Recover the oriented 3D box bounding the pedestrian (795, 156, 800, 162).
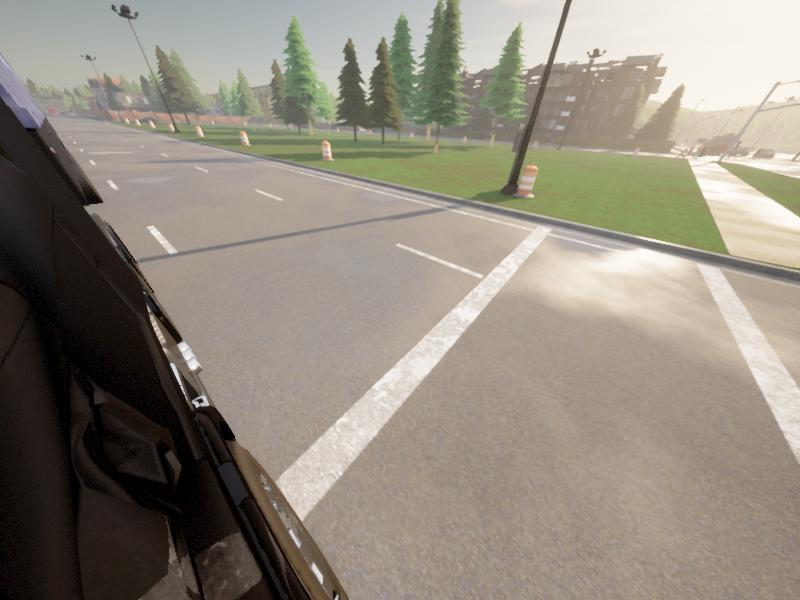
[{"bbox_3d":[69.869,-24.911,39.898,0.751,1.860,0.751,-23,44,-31],"label":"pedestrian"}]

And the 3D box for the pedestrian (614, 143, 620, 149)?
[{"bbox_3d":[48.367,-34.482,51.572,0.500,1.100,0.500,29,44,30],"label":"pedestrian"}]

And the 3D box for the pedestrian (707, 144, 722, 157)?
[{"bbox_3d":[59.208,-28.143,43.484,0.751,1.860,0.751,26,43,28],"label":"pedestrian"}]

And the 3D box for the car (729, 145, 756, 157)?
[{"bbox_3d":[72.198,-31.454,48.792,1.905,1.878,3.866,28,44,30],"label":"car"}]

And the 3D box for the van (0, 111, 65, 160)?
[{"bbox_3d":[-21.148,-9.330,13.007,4.442,1.987,1.775,28,44,30],"label":"van"}]

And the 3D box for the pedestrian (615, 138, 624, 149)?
[{"bbox_3d":[48.231,-34.359,50.766,0.751,1.860,0.751,30,45,31],"label":"pedestrian"}]

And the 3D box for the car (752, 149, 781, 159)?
[{"bbox_3d":[75.152,-30.064,47.444,1.837,1.490,4.892,28,44,30],"label":"car"}]

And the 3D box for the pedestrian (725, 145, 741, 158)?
[{"bbox_3d":[61.063,-27.227,42.389,0.751,1.860,0.751,27,43,29],"label":"pedestrian"}]

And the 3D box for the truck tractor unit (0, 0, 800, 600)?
[{"bbox_3d":[-2.645,-0.295,0.351,6.516,4.208,3.053,28,44,30],"label":"truck tractor unit"}]

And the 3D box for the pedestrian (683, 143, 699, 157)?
[{"bbox_3d":[48.813,-25.079,38.710,0.751,1.860,0.751,27,43,29],"label":"pedestrian"}]

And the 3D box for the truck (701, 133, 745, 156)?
[{"bbox_3d":[69.764,-33.818,50.147,2.891,3.827,8.468,28,44,30],"label":"truck"}]

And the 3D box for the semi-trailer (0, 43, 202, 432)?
[{"bbox_3d":[-8.689,-3.623,4.219,14.254,4.402,2.717,28,44,30],"label":"semi-trailer"}]

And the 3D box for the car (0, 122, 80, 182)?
[{"bbox_3d":[-16.032,-6.427,9.798,5.027,1.651,2.152,28,44,30],"label":"car"}]

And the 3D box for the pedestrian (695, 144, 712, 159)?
[{"bbox_3d":[46.507,-22.707,35.397,0.751,1.860,0.751,30,45,32],"label":"pedestrian"}]
